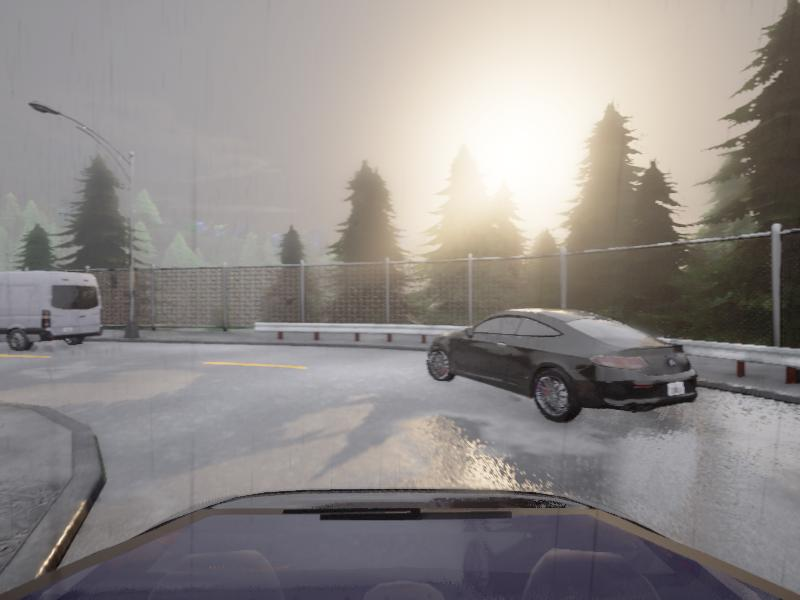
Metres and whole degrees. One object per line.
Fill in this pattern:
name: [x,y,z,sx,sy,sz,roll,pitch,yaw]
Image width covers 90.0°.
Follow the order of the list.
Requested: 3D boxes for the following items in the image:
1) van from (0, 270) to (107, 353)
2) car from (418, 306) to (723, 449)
van: [-13.552,0.357,13.897,5.915,2.561,1.988,0,0,12]
car: [2.227,0.863,6.748,1.812,1.442,4.674,0,0,-26]
